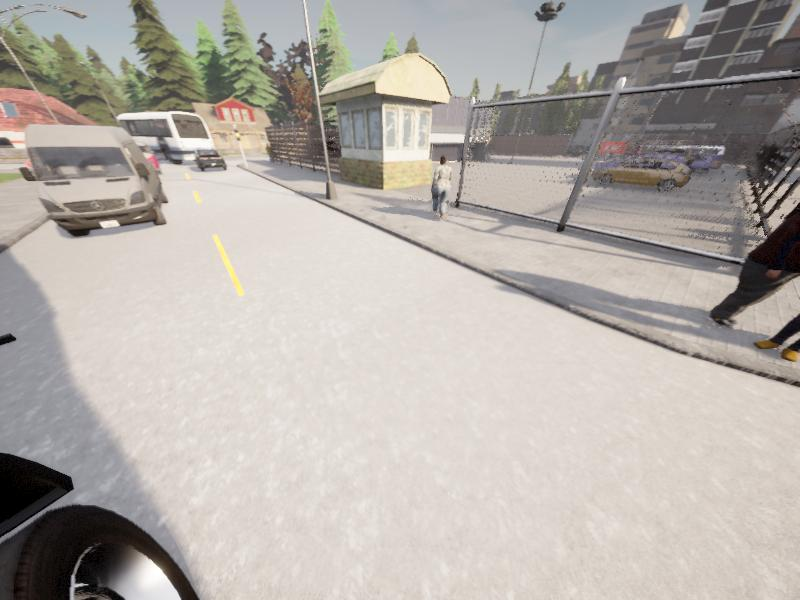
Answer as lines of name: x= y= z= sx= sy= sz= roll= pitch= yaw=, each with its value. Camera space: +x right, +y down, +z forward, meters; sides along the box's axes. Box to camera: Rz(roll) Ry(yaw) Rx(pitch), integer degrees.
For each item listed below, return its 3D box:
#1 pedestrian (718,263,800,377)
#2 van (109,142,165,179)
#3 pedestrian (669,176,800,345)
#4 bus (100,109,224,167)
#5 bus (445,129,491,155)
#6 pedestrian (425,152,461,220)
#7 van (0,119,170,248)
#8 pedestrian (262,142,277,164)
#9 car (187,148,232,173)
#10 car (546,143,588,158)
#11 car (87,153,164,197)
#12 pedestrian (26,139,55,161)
pedestrian: x=4.770 y=-0.114 z=2.394 sx=0.751 sy=1.860 sz=0.751 roll=-11 pitch=36 yaw=-16
van: x=-18.618 y=-10.102 z=16.537 sx=1.775 sy=1.987 sz=4.442 roll=-26 pitch=43 yaw=-33
pedestrian: x=4.678 y=-0.451 z=2.879 sx=0.751 sy=1.860 sz=0.751 roll=-11 pitch=36 yaw=-16
bus: x=-24.544 y=-16.775 z=24.090 sx=10.273 sy=4.253 sz=3.944 roll=15 pitch=36 yaw=19
bus: x=14.946 y=-34.614 z=50.533 sx=10.273 sy=4.253 sz=3.944 roll=-27 pitch=43 yaw=-33
pedestrian: x=1.312 y=-3.620 z=7.399 sx=0.751 sy=1.860 sz=0.751 roll=-4 pitch=35 yaw=-6
van: x=-9.458 y=-4.032 z=7.439 sx=1.988 sy=2.561 sz=5.915 roll=-24 pitch=42 yaw=-31
pedestrian: x=-13.340 y=-15.065 z=23.665 sx=0.751 sy=1.860 sz=0.751 roll=-22 pitch=41 yaw=-30
car: x=-16.367 y=-12.035 z=19.784 sx=2.128 sy=1.511 sz=4.902 roll=-24 pitch=42 yaw=-32
car: x=30.431 y=-27.443 z=42.365 sx=2.150 sy=2.045 sz=5.566 roll=-25 pitch=42 yaw=-32
car: x=-13.689 y=-6.518 z=11.823 sx=1.789 sy=1.549 sz=3.705 roll=-25 pitch=42 yaw=-32
pedestrian: x=-37.487 y=-15.647 z=24.111 sx=0.751 sy=1.860 sz=0.751 roll=-28 pitch=44 yaw=-34
